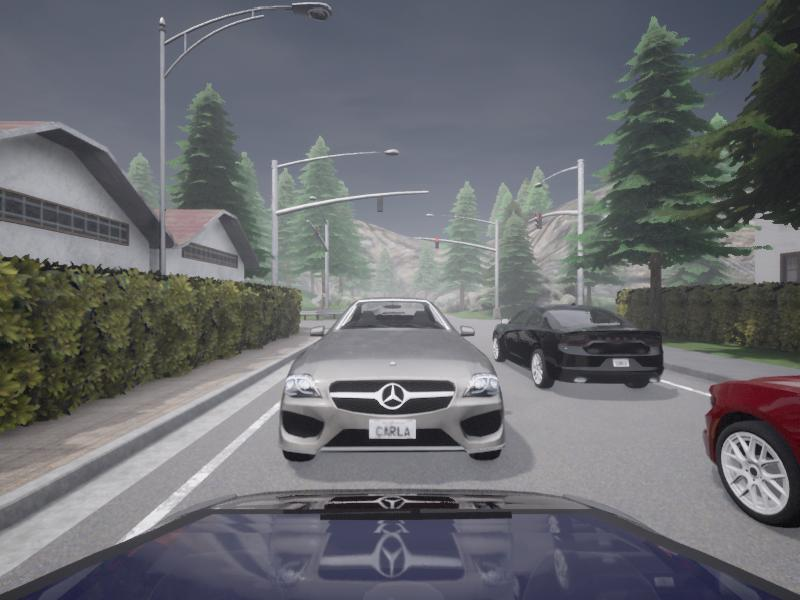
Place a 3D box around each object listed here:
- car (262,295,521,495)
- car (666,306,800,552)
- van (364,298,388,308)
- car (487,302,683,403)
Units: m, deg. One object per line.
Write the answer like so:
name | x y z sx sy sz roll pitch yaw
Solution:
car | -0.105 0.780 5.832 2.152 1.651 5.027 0 0 -1
car | 3.475 0.823 1.278 1.882 1.535 5.008 0 0 -1
van | -4.607 0.568 77.303 4.480 2.038 2.069 0 0 39
car | 3.393 0.822 8.661 1.882 1.535 5.008 0 0 -1
